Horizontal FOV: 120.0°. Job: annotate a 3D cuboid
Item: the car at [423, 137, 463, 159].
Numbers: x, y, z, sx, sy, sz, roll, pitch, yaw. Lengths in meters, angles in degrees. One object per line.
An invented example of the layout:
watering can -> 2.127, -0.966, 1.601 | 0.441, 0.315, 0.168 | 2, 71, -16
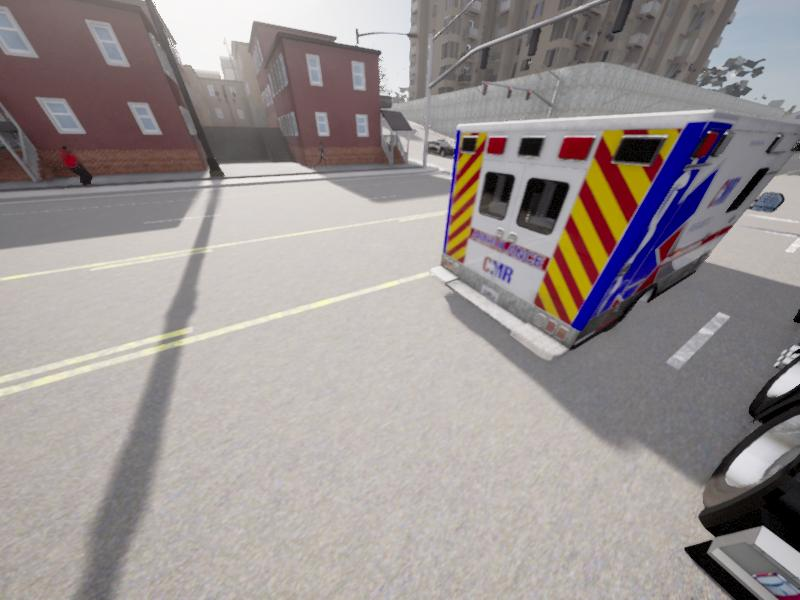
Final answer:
car -> 5.273, -19.292, 29.192 | 1.930, 1.638, 5.238 | -18, 44, -24

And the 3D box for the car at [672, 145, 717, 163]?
car -> 37.819, -18.849, 29.682 | 4.553, 1.767, 2.097 | -18, 39, -24

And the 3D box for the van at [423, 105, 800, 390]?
van -> 3.788, -1.464, 3.986 | 6.366, 2.431, 2.351 | -18, 39, -24

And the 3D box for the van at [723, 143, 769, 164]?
van -> 42.972, -18.253, 28.714 | 4.442, 1.987, 1.775 | -18, 39, -24

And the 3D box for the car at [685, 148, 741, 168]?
car -> 32.515, -14.805, 24.007 | 4.856, 1.649, 2.033 | -17, 39, -24

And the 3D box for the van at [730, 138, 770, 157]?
van -> 60.190, -26.234, 39.756 | 5.915, 2.561, 1.988 | -18, 39, -24

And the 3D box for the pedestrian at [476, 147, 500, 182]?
pedestrian -> 5.519, -8.592, 14.627 | 0.751, 1.860, 0.751 | -14, 37, -19

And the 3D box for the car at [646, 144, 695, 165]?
car -> 31.077, -16.755, 26.555 | 4.605, 1.855, 1.932 | -17, 39, -24

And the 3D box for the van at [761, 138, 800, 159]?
van -> 61.324, -24.292, 36.996 | 5.915, 2.561, 1.988 | -18, 39, -24

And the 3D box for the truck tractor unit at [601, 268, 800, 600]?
truck tractor unit -> 5.119, -0.292, 0.770 | 6.516, 4.208, 3.053 | -18, 39, -24

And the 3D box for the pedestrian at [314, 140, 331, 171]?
pedestrian -> -5.666, -10.606, 16.960 | 0.751, 1.860, 0.751 | -15, 38, -21

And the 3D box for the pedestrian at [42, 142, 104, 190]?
pedestrian -> -15.369, -6.339, 10.939 | 0.751, 1.860, 0.751 | -19, 39, -25
